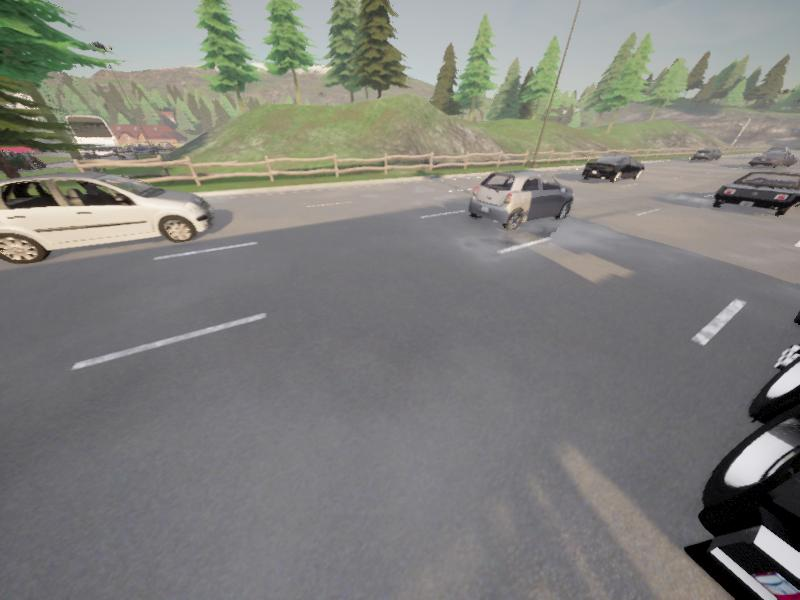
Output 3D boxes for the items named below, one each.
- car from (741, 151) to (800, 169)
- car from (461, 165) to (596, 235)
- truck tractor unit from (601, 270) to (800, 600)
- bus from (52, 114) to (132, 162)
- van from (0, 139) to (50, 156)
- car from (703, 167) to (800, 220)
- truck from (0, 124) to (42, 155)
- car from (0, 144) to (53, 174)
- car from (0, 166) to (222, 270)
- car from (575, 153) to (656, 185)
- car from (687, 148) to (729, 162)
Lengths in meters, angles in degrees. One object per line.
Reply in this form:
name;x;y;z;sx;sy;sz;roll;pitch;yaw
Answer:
car;39.349;-14.713;24.254;5.357;1.411;2.033;-12;37;-17
car;4.188;-3.488;7.708;3.633;1.501;1.845;-17;39;-23
truck tractor unit;5.119;-0.293;0.767;6.516;4.208;3.053;-18;39;-24
bus;-38.450;-20.467;29.333;10.273;4.253;3.944;29;45;35
van;-57.606;-23.076;34.891;4.442;1.987;1.775;-17;39;-23
car;15.049;-4.486;9.439;4.718;1.301;1.895;-17;39;-24
truck;-63.300;-24.356;35.066;8.468;3.827;2.891;-17;39;-23
car;-30.692;-10.599;17.378;2.097;1.767;4.553;0;35;0
car;-7.230;-2.254;5.767;3.988;1.617;1.851;-17;39;-23
car;14.675;-9.035;15.758;5.008;1.535;1.882;-17;39;-23
car;41.874;-19.769;31.420;4.514;1.525;2.007;-17;39;-23
